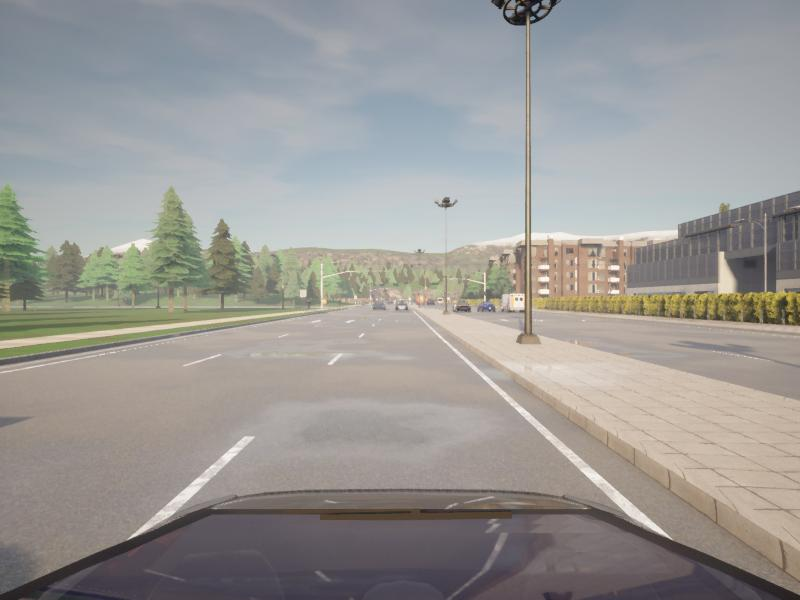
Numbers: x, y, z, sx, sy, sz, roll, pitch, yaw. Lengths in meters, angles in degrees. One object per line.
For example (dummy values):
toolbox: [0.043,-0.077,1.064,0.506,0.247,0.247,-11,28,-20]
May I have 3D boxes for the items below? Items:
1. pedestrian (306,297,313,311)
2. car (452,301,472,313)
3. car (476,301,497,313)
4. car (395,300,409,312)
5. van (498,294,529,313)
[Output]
pedestrian: [-12.057,0.532,53.037,0.751,1.860,0.751,0,0,2]
car: [8.250,0.874,53.841,2.038,1.542,4.974,0,0,1]
car: [11.755,0.918,54.568,1.812,1.442,4.674,0,0,0]
car: [0.270,0.830,58.237,2.033,1.649,4.856,0,0,0]
van: [15.255,0.426,54.148,2.351,2.431,6.366,0,0,0]
